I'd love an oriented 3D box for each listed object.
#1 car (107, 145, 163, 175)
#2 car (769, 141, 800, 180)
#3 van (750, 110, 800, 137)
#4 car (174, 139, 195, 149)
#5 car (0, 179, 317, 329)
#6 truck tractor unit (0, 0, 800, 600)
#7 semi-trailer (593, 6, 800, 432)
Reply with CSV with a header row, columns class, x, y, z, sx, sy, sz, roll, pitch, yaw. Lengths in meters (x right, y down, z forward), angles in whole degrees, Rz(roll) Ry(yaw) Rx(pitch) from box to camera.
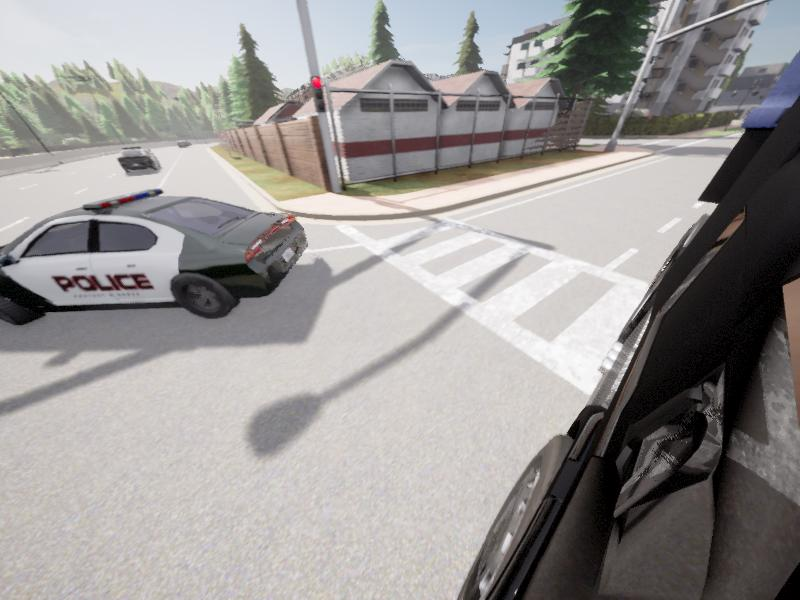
class,x,y,z,sx,sy,sz,roll,pitch,yaw
car,-21.597,-11.644,19.081,1.930,1.638,5.238,-25,43,-27
car,16.809,-5.674,8.930,3.806,1.475,1.970,-24,42,-26
van,38.999,-18.260,23.849,4.480,2.038,2.069,-24,42,-26
car,-50.518,-36.627,54.193,2.128,1.511,4.902,-16,39,-17
car,-4.298,-0.846,3.756,4.974,1.542,2.038,-2,36,1
truck tractor unit,2.645,-0.295,0.352,6.516,4.208,3.053,-28,44,-30
semi-trailer,9.001,-3.379,3.905,14.254,4.402,2.717,-24,42,-26
